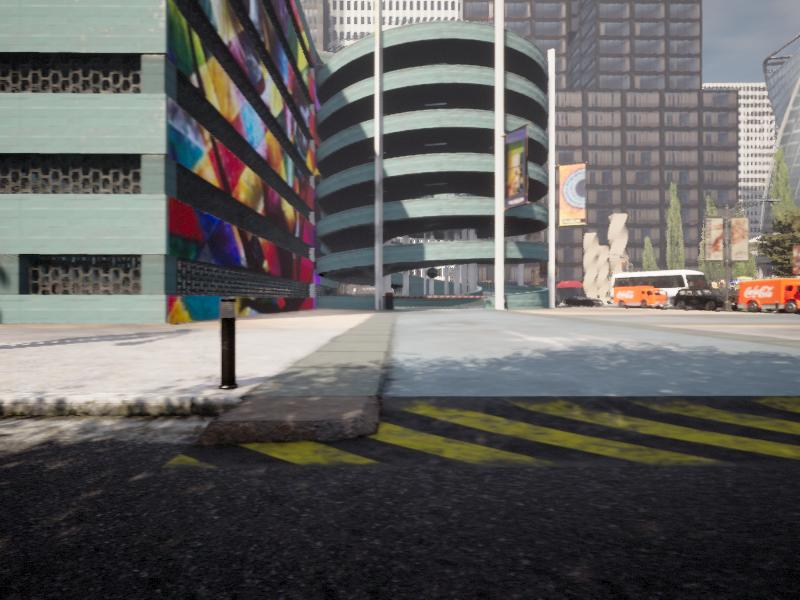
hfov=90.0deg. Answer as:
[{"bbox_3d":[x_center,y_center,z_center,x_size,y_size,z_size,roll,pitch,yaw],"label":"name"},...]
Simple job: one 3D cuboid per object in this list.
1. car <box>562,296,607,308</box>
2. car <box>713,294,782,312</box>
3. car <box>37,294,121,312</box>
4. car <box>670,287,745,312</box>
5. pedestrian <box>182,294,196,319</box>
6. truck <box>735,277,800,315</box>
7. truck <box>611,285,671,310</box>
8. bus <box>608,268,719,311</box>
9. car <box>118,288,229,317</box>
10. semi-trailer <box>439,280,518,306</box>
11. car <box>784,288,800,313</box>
[{"bbox_3d":[23.267,0.235,50.646,2.128,1.511,4.902,0,0,-29],"label":"car"},{"bbox_3d":[30.490,0.227,35.302,2.007,1.525,4.514,0,0,-4],"label":"car"},{"bbox_3d":[-23.588,0.207,29.535,4.718,1.301,1.895,0,0,0],"label":"car"},{"bbox_3d":[27.036,-0.033,35.525,2.150,2.045,5.566,0,0,-4],"label":"car"},{"bbox_3d":[-9.198,0.281,17.421,0.500,1.100,0.500,0,0,-30],"label":"pedestrian"},{"bbox_3d":[27.198,-0.244,28.287,2.627,2.467,5.204,0,0,-1],"label":"truck"},{"bbox_3d":[25.987,-0.246,43.348,2.627,2.467,5.204,0,0,-15],"label":"truck"},{"bbox_3d":[29.252,-1.143,45.325,3.944,4.253,10.273,0,1,-18],"label":"bus"},{"bbox_3d":[-12.371,0.117,22.115,4.902,1.511,2.128,0,0,0],"label":"car"},{"bbox_3d":[14.231,-1.228,73.675,14.254,4.402,2.717,0,-1,31],"label":"semi-trailer"},{"bbox_3d":[30.702,0.051,28.655,1.932,1.855,4.605,0,0,-1],"label":"car"}]
